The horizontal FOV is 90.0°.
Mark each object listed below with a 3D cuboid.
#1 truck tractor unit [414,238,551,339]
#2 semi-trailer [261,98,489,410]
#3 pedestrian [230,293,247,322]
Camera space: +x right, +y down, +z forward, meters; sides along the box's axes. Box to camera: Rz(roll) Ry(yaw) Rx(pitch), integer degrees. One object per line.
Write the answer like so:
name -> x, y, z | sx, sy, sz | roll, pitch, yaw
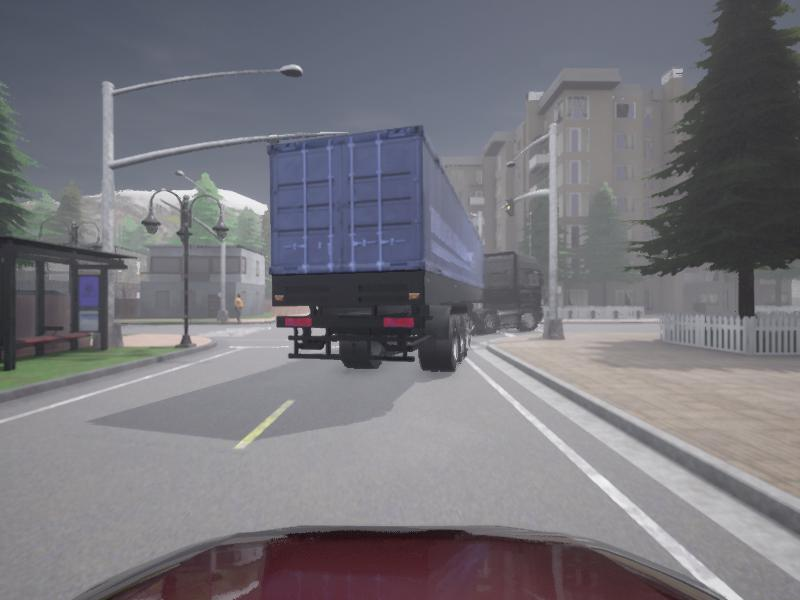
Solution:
truck tractor unit -> 4.199, -0.494, 19.785 | 6.516, 4.208, 3.053 | 0, 0, -37
semi-trailer -> 1.027, -0.614, 12.869 | 2.717, 4.402, 14.254 | -1, 0, 16
pedestrian -> -10.690, 0.490, 26.519 | 0.751, 1.860, 0.751 | 0, 0, 7
